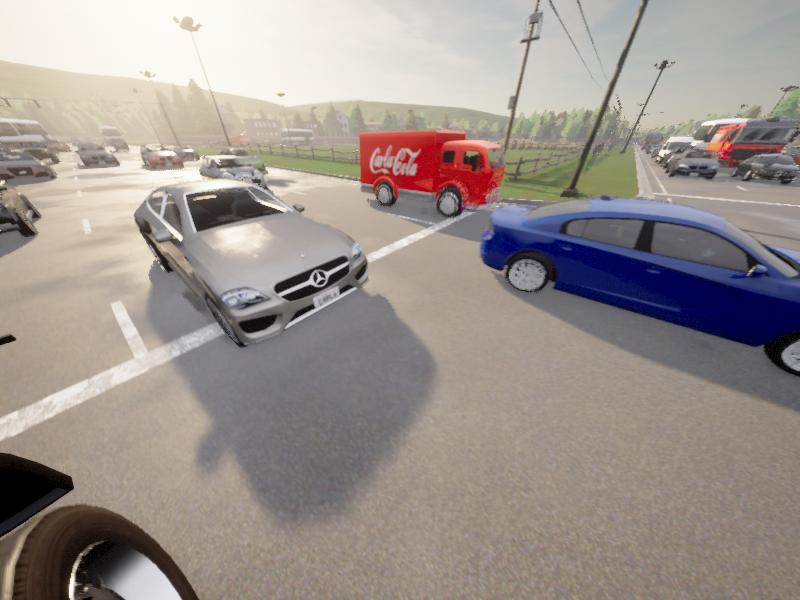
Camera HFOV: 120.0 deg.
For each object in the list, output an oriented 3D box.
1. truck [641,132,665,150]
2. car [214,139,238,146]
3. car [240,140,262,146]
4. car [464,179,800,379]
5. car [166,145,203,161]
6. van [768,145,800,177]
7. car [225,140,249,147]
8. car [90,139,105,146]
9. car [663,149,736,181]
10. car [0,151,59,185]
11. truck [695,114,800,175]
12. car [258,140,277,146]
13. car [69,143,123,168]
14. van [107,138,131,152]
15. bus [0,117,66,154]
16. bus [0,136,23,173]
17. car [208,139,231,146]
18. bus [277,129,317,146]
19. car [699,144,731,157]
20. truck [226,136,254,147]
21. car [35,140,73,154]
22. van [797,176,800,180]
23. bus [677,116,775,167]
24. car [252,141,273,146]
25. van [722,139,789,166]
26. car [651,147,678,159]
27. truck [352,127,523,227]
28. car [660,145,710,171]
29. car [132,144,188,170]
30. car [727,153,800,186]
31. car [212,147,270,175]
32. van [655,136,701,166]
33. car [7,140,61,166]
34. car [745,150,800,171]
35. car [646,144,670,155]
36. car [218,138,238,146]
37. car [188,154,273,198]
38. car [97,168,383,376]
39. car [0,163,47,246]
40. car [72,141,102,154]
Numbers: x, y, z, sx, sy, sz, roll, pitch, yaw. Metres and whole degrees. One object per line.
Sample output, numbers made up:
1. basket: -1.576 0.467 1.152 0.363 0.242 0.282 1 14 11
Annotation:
1. truck: 70.151 -44.146 64.201 2.891 3.827 8.468 26 42 31
2. car: -51.696 -46.760 68.555 2.152 1.651 5.027 26 42 31
3. car: -45.341 -47.904 70.326 1.882 1.535 5.008 26 42 32
4. car: 3.866 -0.706 3.636 5.008 1.535 1.882 23 41 29
5. car: -25.007 -17.078 26.789 4.181 1.385 1.994 27 43 32
6. van: 31.894 -10.888 18.042 1.775 1.987 4.442 26 42 31
7. car: -46.041 -44.292 65.196 2.128 1.511 4.902 26 42 32
8. car: -80.681 -42.058 61.586 5.366 1.575 1.801 26 43 32
9. car: 21.699 -10.059 17.028 2.242 1.667 4.611 26 42 31
10. car: -23.054 -8.179 14.140 4.181 1.385 1.994 26 43 32
11. truck: 30.527 -13.847 20.642 2.891 3.827 8.468 26 42 31
12. car: -38.816 -46.009 67.843 1.994 1.385 4.181 26 43 32
13. car: -27.427 -13.111 20.853 4.611 1.667 2.242 26 43 32
14. van: -47.991 -26.543 39.487 1.775 1.987 4.442 -29 45 -35
15. bus: -59.631 -25.865 36.426 3.944 4.253 10.273 -22 41 -27
16. bus: -33.720 -12.088 17.084 10.273 4.253 3.944 26 43 32
17. car: -54.672 -47.879 70.075 2.242 1.667 4.611 26 42 31
18. bus: -32.349 -51.468 73.177 3.944 4.253 10.273 26 42 32
19. car: 53.062 -25.252 39.023 1.930 1.638 5.238 26 42 31
20. truck: -43.507 -43.278 62.942 2.627 2.467 5.204 26 43 32
21. car: -54.258 -24.204 36.366 2.242 1.667 4.611 -28 44 -34
22. van: 27.456 -8.073 13.506 1.988 2.561 5.915 26 42 32
23. bus: 38.091 -19.097 27.815 3.944 4.253 10.273 26 43 31
24. car: -41.447 -47.322 69.749 1.895 1.301 4.718 26 42 32
25. van: 41.159 -17.419 27.057 2.351 2.431 6.366 26 42 31
26. car: 39.078 -21.847 34.261 1.994 1.385 4.181 26 42 31
27. truck: 1.105 -4.783 8.611 5.204 2.467 2.627 24 41 30
28. car: 26.446 -13.398 21.653 1.932 1.855 4.605 26 42 31
29. car: -20.832 -12.488 20.037 4.611 1.667 2.242 26 43 32
30. car: 24.745 -8.933 15.610 1.837 1.490 4.892 26 42 31
31. car: -12.425 -10.916 18.012 4.514 1.525 2.007 26 43 32
32. van: 31.360 -17.038 26.315 1.988 2.561 5.915 26 42 31
33. car: -34.457 -14.039 21.909 3.866 1.878 1.905 26 42 32
34. car: 36.045 -13.508 22.288 1.812 1.442 4.674 26 42 31
35. car: 48.684 -28.496 43.686 2.242 1.667 4.611 26 42 31
36. car: -49.292 -45.366 66.363 1.905 1.878 3.866 26 42 32
37. car: -8.417 -6.278 11.493 3.806 1.475 1.970 26 43 32
38. car: -2.943 -1.176 4.159 5.027 1.651 2.152 24 42 30
39. car: -11.470 -2.548 6.081 3.705 1.549 1.789 26 42 31
40. car: -47.853 -23.365 35.403 4.792 1.488 2.163 28 44 34
